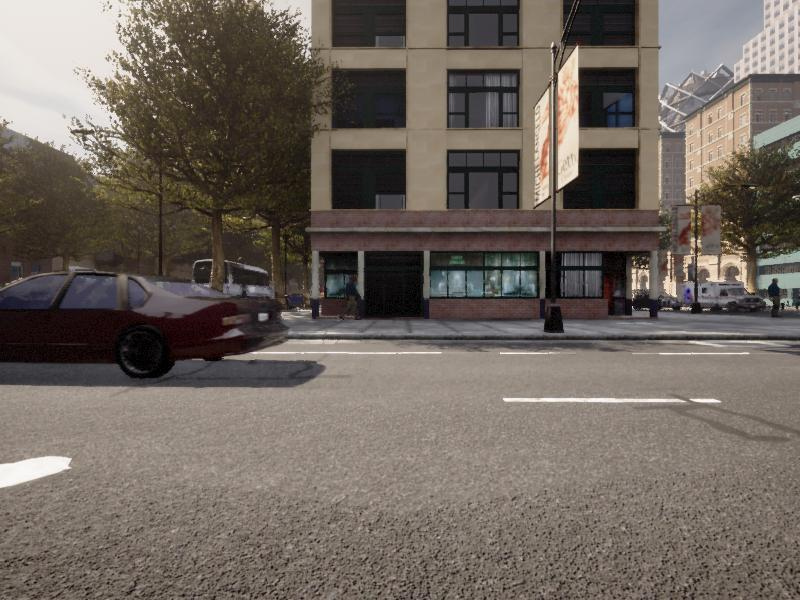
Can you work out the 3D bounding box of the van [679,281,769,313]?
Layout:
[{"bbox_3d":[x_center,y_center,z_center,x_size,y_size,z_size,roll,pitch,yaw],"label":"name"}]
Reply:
[{"bbox_3d":[26.388,-0.222,33.061,2.351,2.431,6.366,0,0,1],"label":"van"}]

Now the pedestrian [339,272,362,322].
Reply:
[{"bbox_3d":[-1.892,-0.115,15.419,0.751,1.860,0.751,0,0,4],"label":"pedestrian"}]

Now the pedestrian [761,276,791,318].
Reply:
[{"bbox_3d":[17.127,-0.115,18.232,0.751,1.860,0.751,0,0,-19],"label":"pedestrian"}]

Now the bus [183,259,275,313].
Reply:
[{"bbox_3d":[-15.158,-1.134,36.822,3.944,4.253,10.273,0,0,0],"label":"bus"}]

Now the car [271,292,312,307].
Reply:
[{"bbox_3d":[-15.955,-0.033,59.171,2.150,2.045,5.566,-1,0,40],"label":"car"}]

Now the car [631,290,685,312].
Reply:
[{"bbox_3d":[22.933,0.051,35.830,1.932,1.855,4.605,0,0,0],"label":"car"}]

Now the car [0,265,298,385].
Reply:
[{"bbox_3d":[-4.454,0.294,5.901,5.357,1.411,2.033,0,0,4],"label":"car"}]

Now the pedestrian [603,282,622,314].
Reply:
[{"bbox_3d":[12.723,-0.115,23.997,0.751,1.860,0.751,0,0,0],"label":"pedestrian"}]

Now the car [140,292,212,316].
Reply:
[{"bbox_3d":[-15.097,0.236,27.334,2.128,1.511,4.902,0,0,0],"label":"car"}]
